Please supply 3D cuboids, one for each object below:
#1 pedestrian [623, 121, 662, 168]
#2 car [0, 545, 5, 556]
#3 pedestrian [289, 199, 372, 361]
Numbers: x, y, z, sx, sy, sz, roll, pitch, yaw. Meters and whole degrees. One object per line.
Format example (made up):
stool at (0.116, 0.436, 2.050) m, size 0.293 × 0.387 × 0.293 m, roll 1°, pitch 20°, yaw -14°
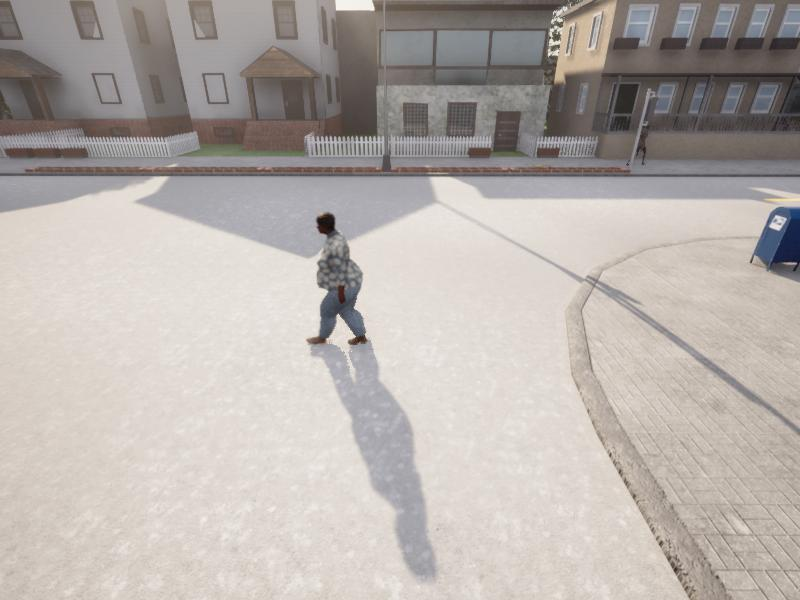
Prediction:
pedestrian at (10.690, -6.875, 17.683) m, size 0.751 × 1.860 × 0.751 m, roll -4°, pitch 27°, yaw -8°
car at (-4.003, 2.317, 0.451) m, size 2.128 × 1.511 × 4.902 m, roll 0°, pitch 27°, yaw 0°
pedestrian at (-0.789, -0.235, 4.984) m, size 0.751 × 1.860 × 0.751 m, roll 1°, pitch 27°, yaw 3°
